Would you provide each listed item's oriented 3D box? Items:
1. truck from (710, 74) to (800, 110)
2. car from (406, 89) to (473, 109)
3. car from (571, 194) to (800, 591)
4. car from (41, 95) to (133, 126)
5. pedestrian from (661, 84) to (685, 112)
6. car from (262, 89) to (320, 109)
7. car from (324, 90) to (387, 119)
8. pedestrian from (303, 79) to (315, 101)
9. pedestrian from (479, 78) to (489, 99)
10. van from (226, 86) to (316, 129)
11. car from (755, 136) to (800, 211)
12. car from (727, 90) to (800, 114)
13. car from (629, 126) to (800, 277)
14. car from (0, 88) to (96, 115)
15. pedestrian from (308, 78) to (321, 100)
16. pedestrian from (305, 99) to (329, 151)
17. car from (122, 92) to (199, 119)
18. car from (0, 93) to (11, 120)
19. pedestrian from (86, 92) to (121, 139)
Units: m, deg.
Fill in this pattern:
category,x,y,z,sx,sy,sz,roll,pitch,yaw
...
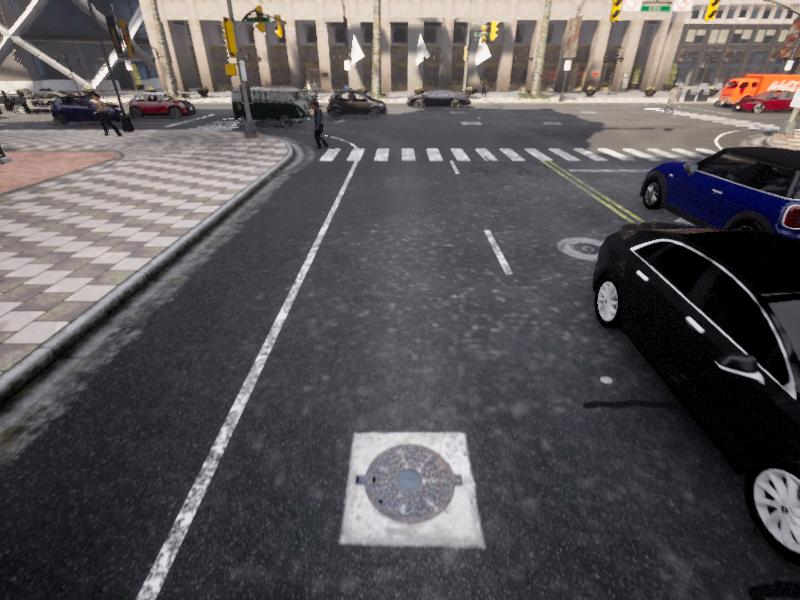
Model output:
category,x,y,z,sx,sy,sz,roll,pitch,yaw
truck,29.490,-17.153,32.934,5.204,2.467,2.627,0,30,0
car,3.222,-16.792,33.382,5.357,1.411,2.033,0,30,0
car,3.616,0.390,3.866,1.837,1.490,4.892,0,30,1
car,-18.715,-11.449,24.101,3.633,1.501,1.845,-2,30,-3
pedestrian,20.511,-15.178,30.110,0.751,1.860,0.751,0,30,-1
car,-9.069,-16.827,33.467,4.181,1.385,1.994,0,30,0
car,-2.931,-13.364,27.301,3.988,1.617,1.851,0,30,0
pedestrian,-8.646,-19.978,38.024,0.751,1.860,0.751,-17,34,-26
pedestrian,8.589,-21.687,40.950,0.751,1.860,0.751,3,30,4
van,-7.399,-11.234,23.274,4.442,1.987,1.775,8,31,13
car,10.588,-2.603,8.955,1.845,1.501,3.633,0,30,0
car,28.102,-14.966,30.170,4.792,1.488,2.163,0,30,0
car,7.080,-2.290,8.158,2.097,1.767,4.553,0,30,0
car,-26.045,-14.668,29.500,5.238,1.638,1.930,-5,31,-9
pedestrian,-8.311,-20.482,38.887,0.751,1.860,0.751,-24,38,-35
pedestrian,-3.336,-7.097,16.273,0.751,1.860,0.751,-4,31,-7
car,-16.173,-13.228,27.197,3.806,1.475,1.970,-1,30,-2
car,-28.876,-12.379,25.711,4.902,1.511,2.128,-11,32,-17
pedestrian,-13.477,-8.401,18.204,0.751,1.860,0.751,-20,36,-30
